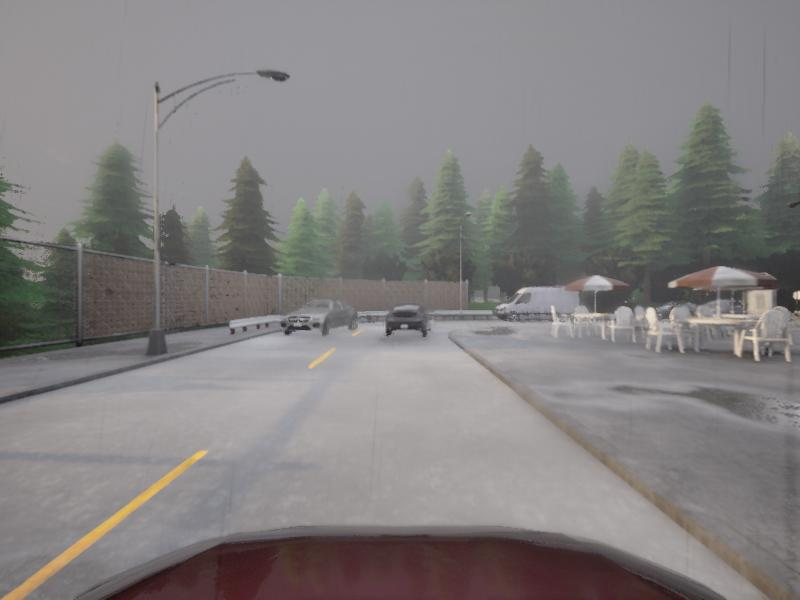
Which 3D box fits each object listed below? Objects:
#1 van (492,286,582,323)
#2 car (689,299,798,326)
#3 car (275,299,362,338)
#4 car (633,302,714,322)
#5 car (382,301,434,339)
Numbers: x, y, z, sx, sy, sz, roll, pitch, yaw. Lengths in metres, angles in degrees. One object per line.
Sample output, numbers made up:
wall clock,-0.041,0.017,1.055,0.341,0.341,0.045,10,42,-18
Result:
van,9.880,0.317,29.182,5.915,2.561,1.988,0,-1,-2
car,21.601,0.776,25.304,5.027,1.651,2.152,0,0,0
car,-3.740,0.777,19.517,2.152,1.651,5.027,0,0,15
car,19.927,0.863,29.274,4.674,1.442,1.812,0,0,0
car,0.533,0.843,19.111,1.837,1.490,4.892,-1,0,9
